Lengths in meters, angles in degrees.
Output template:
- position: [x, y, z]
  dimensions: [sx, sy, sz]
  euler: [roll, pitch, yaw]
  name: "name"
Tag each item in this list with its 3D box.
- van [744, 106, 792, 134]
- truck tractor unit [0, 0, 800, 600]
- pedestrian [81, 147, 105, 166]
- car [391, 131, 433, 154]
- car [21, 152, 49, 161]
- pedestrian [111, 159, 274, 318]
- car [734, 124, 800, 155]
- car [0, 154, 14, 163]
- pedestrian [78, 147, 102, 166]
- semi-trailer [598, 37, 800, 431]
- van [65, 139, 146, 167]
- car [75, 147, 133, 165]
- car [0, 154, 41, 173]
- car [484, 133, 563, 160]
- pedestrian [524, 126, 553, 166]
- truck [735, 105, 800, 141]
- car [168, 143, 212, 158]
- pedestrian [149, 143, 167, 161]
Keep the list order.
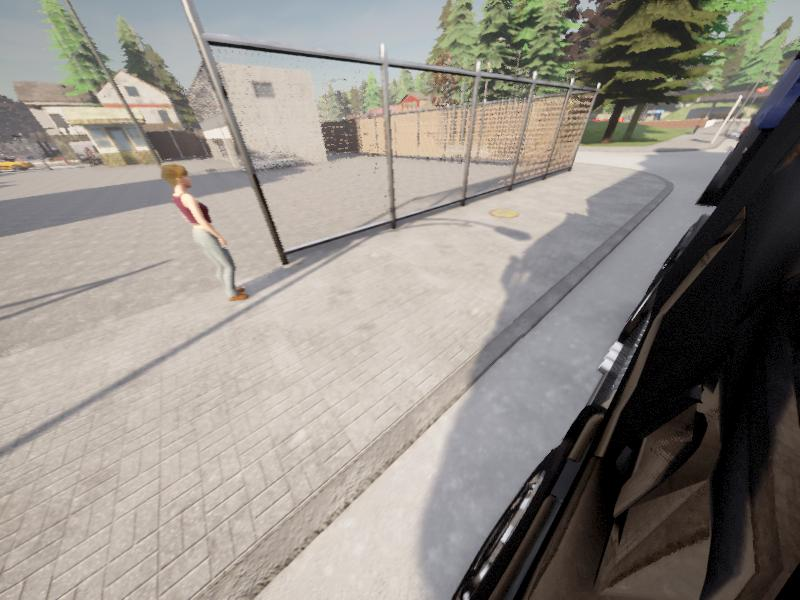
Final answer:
- position: [44.981, -22.092, 28.390]
  dimensions: [5.915, 2.561, 1.988]
  euler: [-28, 43, -30]
  name: "van"
- position: [2.645, -0.295, 0.352]
  dimensions: [6.516, 4.208, 3.053]
  euler: [-28, 44, -30]
  name: "truck tractor unit"
- position: [-35.834, -16.750, 26.964]
  dimensions: [0.751, 1.860, 0.751]
  euler: [21, 43, 29]
  name: "pedestrian"
- position: [1.249, -17.643, 25.880]
  dimensions: [1.932, 1.855, 4.605]
  euler: [-28, 43, -30]
  name: "car"
- position: [-83.518, -32.852, 52.903]
  dimensions: [2.033, 1.411, 5.357]
  euler: [-28, 43, -30]
  name: "car"
- position: [-2.636, -0.802, 3.171]
  dimensions: [0.751, 1.860, 0.751]
  euler: [20, 42, 28]
  name: "pedestrian"
- position: [24.602, -10.793, 15.473]
  dimensions: [4.181, 1.385, 1.994]
  euler: [-28, 43, -30]
  name: "car"
- position: [-84.333, -29.760, 48.643]
  dimensions: [1.789, 1.549, 3.705]
  euler: [-28, 43, -30]
  name: "car"
- position: [-36.430, -16.892, 27.197]
  dimensions: [0.751, 1.860, 0.751]
  euler: [-25, 42, -27]
  name: "pedestrian"
- position: [8.696, -3.595, 4.246]
  dimensions: [14.254, 4.402, 2.717]
  euler: [-28, 43, -30]
  name: "semi-trailer"
- position: [-38.253, -19.438, 30.406]
  dimensions: [5.915, 2.561, 1.988]
  euler: [-28, 43, -30]
  name: "van"
- position: [-41.618, -20.399, 32.662]
  dimensions: [4.611, 1.667, 2.242]
  euler: [-28, 43, -30]
  name: "car"
- position: [-45.615, -15.200, 25.976]
  dimensions: [5.366, 1.575, 1.801]
  euler: [-29, 44, -31]
  name: "car"
- position: [9.357, -11.978, 17.994]
  dimensions: [1.837, 1.490, 4.892]
  euler: [-28, 44, -30]
  name: "car"
- position: [7.894, -8.791, 13.248]
  dimensions: [0.751, 1.860, 0.751]
  euler: [0, 37, 4]
  name: "pedestrian"
- position: [34.542, -16.519, 21.616]
  dimensions: [5.204, 2.467, 2.627]
  euler: [-28, 43, -30]
  name: "truck"
- position: [-34.072, -24.379, 37.575]
  dimensions: [5.027, 1.651, 2.152]
  euler: [-28, 43, -30]
  name: "car"
- position: [-31.234, -19.137, 29.879]
  dimensions: [0.751, 1.860, 0.751]
  euler: [-22, 40, -23]
  name: "pedestrian"
